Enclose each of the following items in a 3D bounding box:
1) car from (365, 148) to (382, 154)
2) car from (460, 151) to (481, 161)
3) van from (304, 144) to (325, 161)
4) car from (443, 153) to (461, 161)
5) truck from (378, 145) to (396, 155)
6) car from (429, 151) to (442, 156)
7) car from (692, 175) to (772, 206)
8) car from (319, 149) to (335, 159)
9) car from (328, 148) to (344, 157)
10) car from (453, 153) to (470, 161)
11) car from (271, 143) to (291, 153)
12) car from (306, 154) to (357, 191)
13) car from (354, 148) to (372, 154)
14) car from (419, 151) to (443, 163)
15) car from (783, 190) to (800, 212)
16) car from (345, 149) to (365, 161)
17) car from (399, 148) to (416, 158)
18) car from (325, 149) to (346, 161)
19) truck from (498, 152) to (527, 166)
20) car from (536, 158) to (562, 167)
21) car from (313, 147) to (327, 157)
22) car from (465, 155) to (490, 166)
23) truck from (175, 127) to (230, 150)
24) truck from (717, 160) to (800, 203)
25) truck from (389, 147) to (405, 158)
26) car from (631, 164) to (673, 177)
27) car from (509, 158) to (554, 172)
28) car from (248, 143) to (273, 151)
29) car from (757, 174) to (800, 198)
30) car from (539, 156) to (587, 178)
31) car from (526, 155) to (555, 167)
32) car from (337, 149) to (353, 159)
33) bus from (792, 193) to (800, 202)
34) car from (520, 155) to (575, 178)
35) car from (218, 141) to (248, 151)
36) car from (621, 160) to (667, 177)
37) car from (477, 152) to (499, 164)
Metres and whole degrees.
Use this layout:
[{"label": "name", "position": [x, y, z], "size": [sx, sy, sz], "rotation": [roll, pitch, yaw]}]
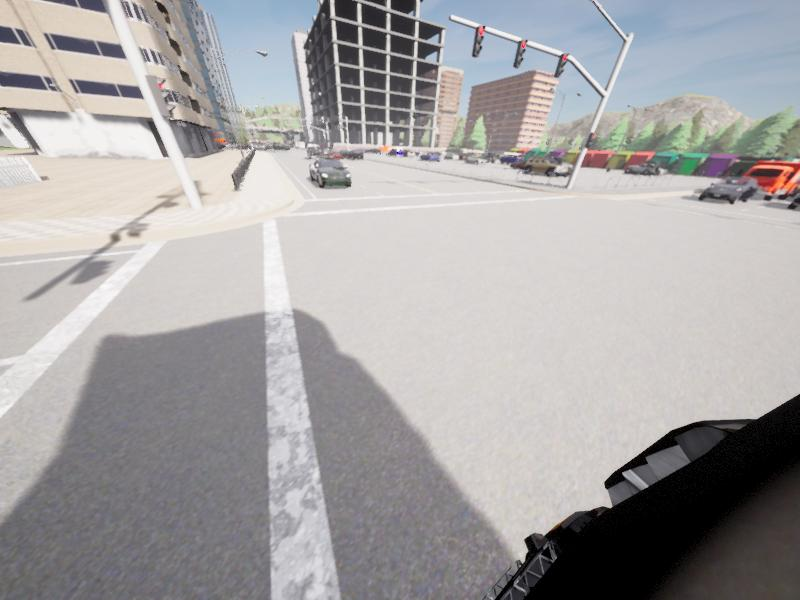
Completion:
[{"label": "car", "position": [-8.283, -46.714, 72.408], "size": [4.892, 1.490, 1.837], "rotation": [-14, 37, -23]}, {"label": "car", "position": [17.240, -35.282, 56.691], "size": [1.932, 1.855, 4.605], "rotation": [-13, 37, -23]}, {"label": "van", "position": [-13.317, -22.961, 35.917], "size": [2.069, 2.038, 4.480], "rotation": [-13, 37, -23]}, {"label": "car", "position": [12.248, -33.869, 54.624], "size": [1.970, 1.475, 3.806], "rotation": [-13, 37, -23]}, {"label": "truck", "position": [-4.292, -50.125, 77.227], "size": [5.204, 2.467, 2.627], "rotation": [-14, 37, -23]}, {"label": "car", "position": [13.043, -53.907, 85.127], "size": [4.193, 1.474, 1.816], "rotation": [-14, 37, -23]}, {"label": "car", "position": [21.983, -7.346, 15.333], "size": [3.633, 1.501, 1.845], "rotation": [-13, 37, -22]}, {"label": "car", "position": [-13.669, -27.380, 43.263], "size": [1.895, 1.301, 4.718], "rotation": [-13, 37, -23]}, {"label": "car", "position": [-13.883, -32.015, 50.177], "size": [2.033, 1.411, 5.357], "rotation": [-13, 37, -23]}, {"label": "car", "position": [14.847, -34.510, 55.729], "size": [1.784, 1.438, 3.905], "rotation": [-13, 37, -23]}, {"label": "car", "position": [-29.037, -37.313, 56.552], "size": [3.866, 1.878, 1.905], "rotation": [-14, 37, -24]}, {"label": "car", "position": [-4.483, -8.231, 14.726], "size": [2.038, 1.542, 4.974], "rotation": [-13, 37, -22]}, {"label": "car", "position": [-11.861, -47.894, 74.179], "size": [5.357, 1.411, 2.033], "rotation": [-14, 37, -23]}, {"label": "car", "position": [5.847, -27.092, 43.760], "size": [2.242, 1.667, 4.611], "rotation": [-13, 37, -23]}, {"label": "car", "position": [26.108, -6.201, 13.819], "size": [5.027, 1.651, 2.152], "rotation": [-13, 37, -23]}, {"label": "car", "position": [-7.787, -25.085, 40.000], "size": [1.882, 1.535, 5.008], "rotation": [-14, 37, -23]}, {"label": "car", "position": [1.780, -35.548, 55.956], "size": [1.932, 1.855, 4.605], "rotation": [-13, 37, -23]}, {"label": "car", "position": [-10.841, -24.216, 38.510], "size": [2.163, 1.488, 4.792], "rotation": [-13, 37, -23]}, {"label": "truck", "position": [21.509, -27.090, 44.428], "size": [2.069, 2.038, 4.478], "rotation": [-13, 37, -23]}, {"label": "car", "position": [31.468, -29.194, 48.901], "size": [1.784, 1.438, 3.905], "rotation": [-13, 37, -23]}, {"label": "car", "position": [-16.762, -30.986, 48.363], "size": [1.812, 1.442, 4.674], "rotation": [-13, 37, -23]}, {"label": "car", "position": [13.724, -24.948, 41.223], "size": [1.970, 1.475, 3.806], "rotation": [-13, 37, -23]}, {"label": "truck", "position": [-44.357, -36.480, 52.382], "size": [8.468, 3.827, 2.891], "rotation": [-14, 37, -23]}, {"label": "truck", "position": [28.142, -9.129, 17.633], "size": [5.204, 2.467, 2.627], "rotation": [-13, 36, -22]}, {"label": "truck", "position": [-0.782, -34.976, 54.730], "size": [2.069, 2.038, 4.478], "rotation": [-13, 37, -23]}, {"label": "car", "position": [39.175, -20.272, 36.013], "size": [1.970, 1.475, 3.806], "rotation": [-13, 37, -23]}, {"label": "car", "position": [18.589, -19.338, 33.073], "size": [2.033, 1.415, 5.357], "rotation": [-13, 37, -23]}, {"label": "car", "position": [-34.740, -38.120, 57.608], "size": [4.974, 1.542, 2.038], "rotation": [-23, 41, -33]}, {"label": "car", "position": [34.882, -10.248, 20.630], "size": [5.366, 1.575, 1.801], "rotation": [-12, 36, -22]}, {"label": "car", "position": [18.998, -15.673, 27.130], "size": [1.905, 1.878, 3.866], "rotation": [-13, 37, -23]}, {"label": "car", "position": [28.850, -28.787, 47.709], "size": [1.932, 1.855, 4.605], "rotation": [-13, 37, -23]}, {"label": "car", "position": [-10.666, -28.339, 44.802], "size": [1.812, 1.442, 4.674], "rotation": [-14, 37, -23]}, {"label": "bus", "position": [35.147, -9.211, 16.654], "size": [10.273, 4.253, 3.944], "rotation": [-12, 36, -22]}, {"label": "car", "position": [16.379, -15.088, 26.046], "size": [1.932, 1.855, 4.605], "rotation": [-13, 37, -23]}, {"label": "car", "position": [-37.939, -34.991, 52.590], "size": [5.238, 1.638, 1.930], "rotation": [-14, 37, -24]}, {"label": "car", "position": [36.583, -19.862, 34.767], "size": [1.905, 1.878, 3.866], "rotation": [-13, 37, -23]}, {"label": "car", "position": [18.688, -30.258, 49.195], "size": [1.905, 1.878, 3.866], "rotation": [-13, 37, -23]}]
